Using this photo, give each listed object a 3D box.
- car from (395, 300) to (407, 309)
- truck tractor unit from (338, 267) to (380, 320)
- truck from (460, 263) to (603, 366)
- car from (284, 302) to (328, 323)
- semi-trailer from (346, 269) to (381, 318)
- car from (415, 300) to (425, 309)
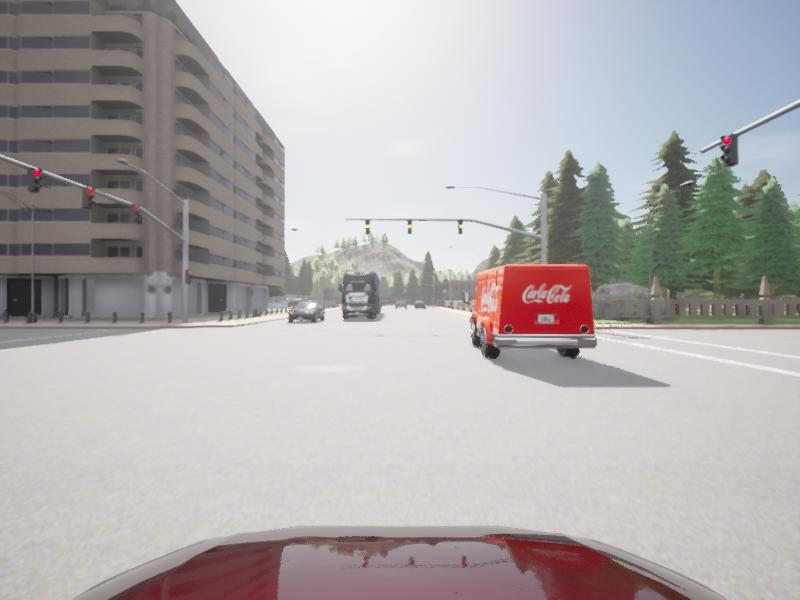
[{"bbox_3d":[0.193,0.867,76.970,2.152,1.651,5.027,0,0,0],"label":"car"},{"bbox_3d":[-3.436,-0.483,35.032,3.053,4.208,6.516,0,0,0],"label":"truck tractor unit"},{"bbox_3d":[3.530,0.345,12.158,2.627,2.467,5.204,0,0,0],"label":"truck"},{"bbox_3d":[-6.927,0.885,30.098,2.163,1.488,4.792,0,0,0],"label":"car"},{"bbox_3d":[-3.575,-0.569,42.944,2.717,4.402,14.254,0,0,-1],"label":"semi-trailer"},{"bbox_3d":[3.742,0.857,75.951,1.930,1.638,5.238,0,0,2],"label":"car"}]
